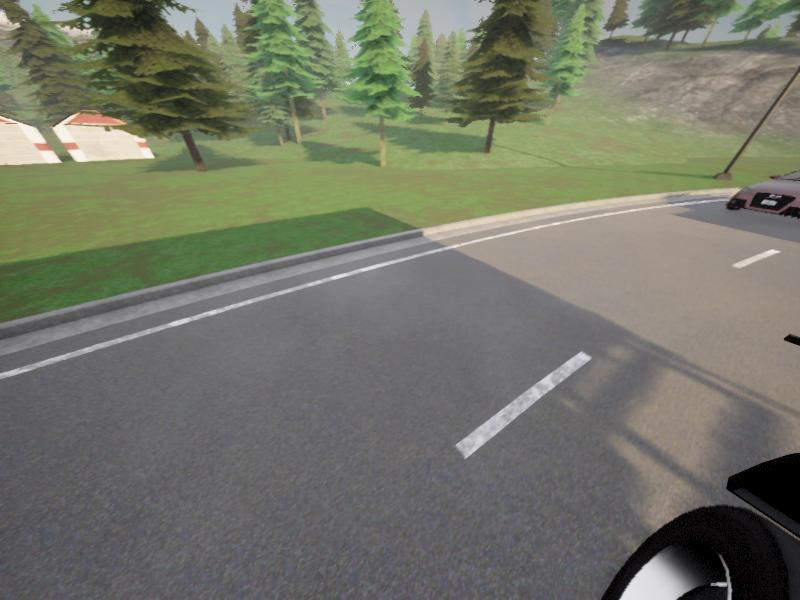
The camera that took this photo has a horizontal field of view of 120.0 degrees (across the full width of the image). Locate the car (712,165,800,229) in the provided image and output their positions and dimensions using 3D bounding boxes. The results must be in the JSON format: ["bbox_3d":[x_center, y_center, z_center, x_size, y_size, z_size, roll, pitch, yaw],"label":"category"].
[{"bbox_3d":[13.487,-3.507,7.565,4.181,1.385,1.994,-9,36,-12],"label":"car"}]
